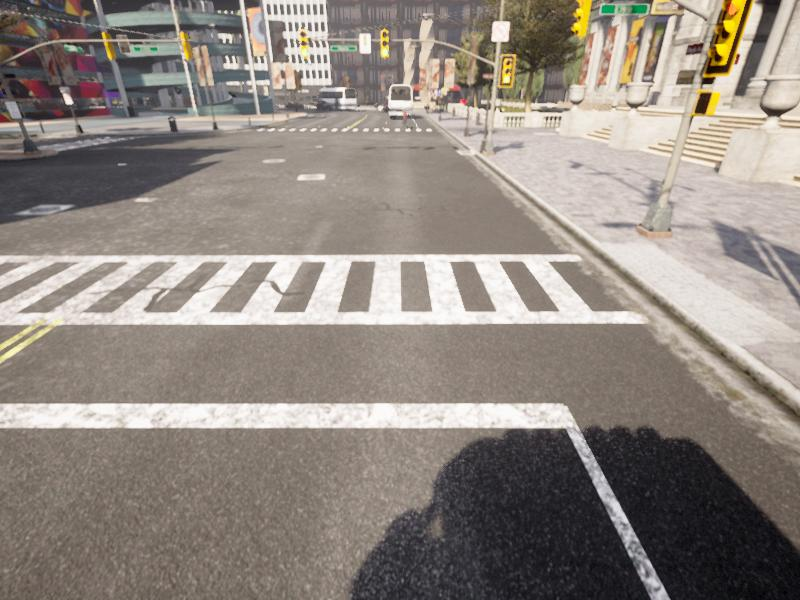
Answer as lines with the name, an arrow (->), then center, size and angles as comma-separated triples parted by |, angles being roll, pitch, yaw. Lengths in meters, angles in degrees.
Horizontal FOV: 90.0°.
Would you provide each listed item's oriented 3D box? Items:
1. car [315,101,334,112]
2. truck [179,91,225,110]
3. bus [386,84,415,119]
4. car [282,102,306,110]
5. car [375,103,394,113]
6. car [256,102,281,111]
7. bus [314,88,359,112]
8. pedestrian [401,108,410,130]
car -> -15.499, -39.644, 81.827 | 1.905, 1.878, 3.866 | -21, 34, -34
truck -> -44.680, -45.173, 90.455 | 8.468, 3.827, 2.891 | 2, 27, 3
bus -> -0.097, -29.557, 59.559 | 3.944, 4.253, 10.273 | 0, 27, -1
car -> -24.643, -44.921, 92.693 | 5.027, 1.651, 2.152 | 14, 30, 25
car -> -2.949, -35.979, 74.990 | 2.038, 1.542, 4.974 | -10, 29, -19
car -> -28.842, -42.404, 87.567 | 5.366, 1.575, 1.801 | 14, 30, 25
bus -> -13.392, -41.956, 83.716 | 3.944, 4.253, 10.273 | -23, 35, -37
pedestrian -> 0.533, -17.337, 38.317 | 0.751, 1.860, 0.751 | -1, 27, -2
